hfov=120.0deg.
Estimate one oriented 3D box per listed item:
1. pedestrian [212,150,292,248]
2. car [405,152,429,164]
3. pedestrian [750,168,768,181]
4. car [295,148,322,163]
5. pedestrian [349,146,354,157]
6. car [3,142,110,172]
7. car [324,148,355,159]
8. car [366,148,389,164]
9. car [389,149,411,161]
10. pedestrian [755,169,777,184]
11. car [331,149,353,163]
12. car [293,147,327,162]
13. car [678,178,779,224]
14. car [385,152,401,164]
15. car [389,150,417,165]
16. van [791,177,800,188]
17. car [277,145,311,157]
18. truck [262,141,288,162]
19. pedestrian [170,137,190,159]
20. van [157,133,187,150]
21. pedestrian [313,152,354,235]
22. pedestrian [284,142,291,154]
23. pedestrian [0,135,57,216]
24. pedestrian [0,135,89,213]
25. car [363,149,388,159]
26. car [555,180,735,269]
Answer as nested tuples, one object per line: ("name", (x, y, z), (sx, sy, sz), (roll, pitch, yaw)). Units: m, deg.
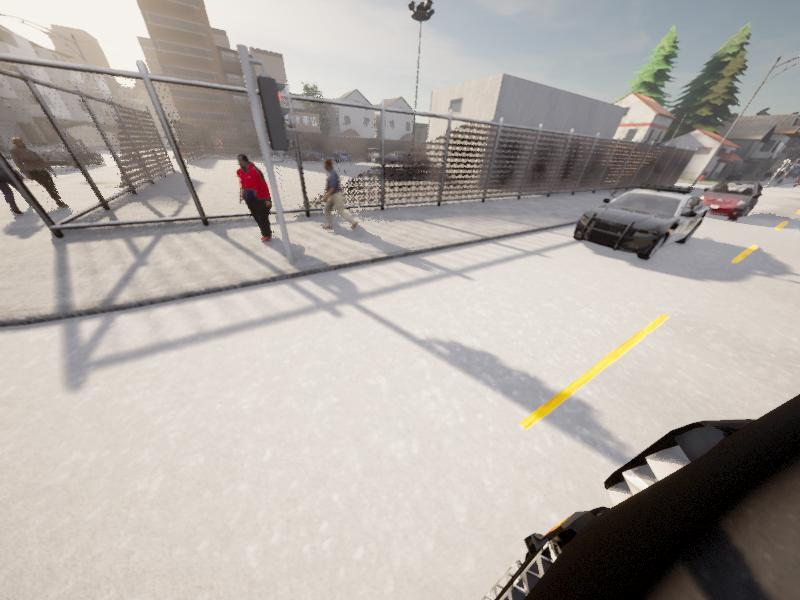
("pedestrian", (-3.197, -2.239, 5.182), (0.751, 1.860, 0.751), (12, 34, 13))
("car", (2.784, -23.427, 38.157), (1.816, 1.474, 4.193), (-16, 38, -26))
("pedestrian", (61.547, -21.469, 39.609), (0.751, 1.860, 0.751), (-18, 39, -29))
("car", (-12.129, -19.163, 30.587), (2.033, 1.415, 5.357), (-16, 38, -26))
("pedestrian", (-10.175, -31.042, 48.206), (0.751, 1.860, 0.751), (6, 34, 4))
("car", (-22.556, -9.737, 15.610), (2.033, 1.411, 5.357), (-15, 38, -26))
("car", (-10.796, -26.254, 41.459), (4.902, 1.511, 2.128), (-15, 38, -25))
("car", (-3.405, -21.502, 34.422), (1.905, 1.878, 3.866), (-16, 38, -26))
("car", (-0.070, -29.445, 46.822), (3.866, 1.878, 1.905), (-15, 38, -25))
("pedestrian", (52.316, -17.615, 33.020), (0.751, 1.860, 0.751), (-10, 36, -19))
("car", (-8.296, -20.565, 32.912), (1.845, 1.501, 3.633), (-16, 38, -26))
("car", (-11.850, -19.199, 30.535), (3.705, 1.547, 1.789), (-16, 38, -26))
("car", (16.320, -5.036, 11.493), (3.988, 1.617, 1.851), (-16, 38, -27))
("car", (-1.114, -21.430, 34.880), (1.481, 1.379, 2.207), (-16, 38, -26))
("car", (0.421, -22.341, 36.196), (2.242, 1.667, 4.611), (-16, 38, -26))
("van", (59.075, -17.364, 33.309), (4.442, 1.987, 1.775), (-17, 38, -27))
("car", (-18.856, -26.522, 41.203), (4.902, 1.511, 2.128), (-17, 38, -27))
("truck", (-15.616, -18.533, 28.783), (2.069, 2.038, 4.478), (-16, 38, -26))
("pedestrian", (-23.394, -16.175, 24.626), (0.751, 1.860, 0.751), (-10, 36, -19))
("van", (-42.681, -29.897, 43.523), (2.351, 2.431, 6.366), (-15, 38, -25))
("pedestrian", (-1.733, -2.774, 6.111), (0.751, 1.860, 0.751), (-11, 36, -20))
("pedestrian", (-21.943, -29.603, 45.047), (0.751, 1.860, 0.751), (-22, 41, -32))
("pedestrian", (-10.798, -3.373, 6.273), (0.751, 1.860, 0.751), (-17, 39, -28))
("pedestrian", (-10.389, -3.606, 6.658), (0.751, 1.860, 0.751), (10, 34, 11))
("car", (-5.128, -30.477, 48.331), (4.892, 1.490, 1.837), (-17, 38, -27))
("car", (7.427, -2.561, 6.988), (5.238, 1.638, 1.930), (-16, 38, -27))
